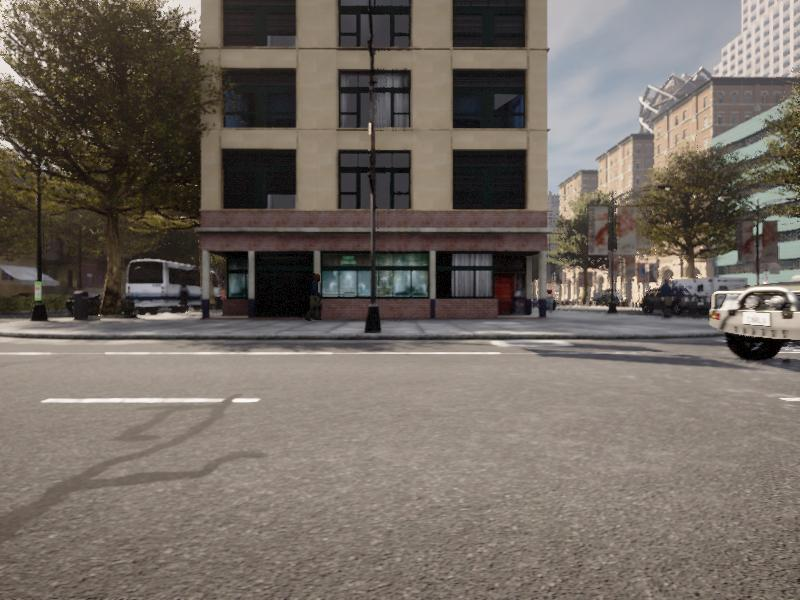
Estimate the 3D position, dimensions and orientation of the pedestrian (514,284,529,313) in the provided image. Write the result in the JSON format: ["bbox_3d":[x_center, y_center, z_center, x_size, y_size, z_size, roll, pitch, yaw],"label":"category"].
[{"bbox_3d":[7.849,-0.119,25.919,0.751,1.860,0.751,0,0,1],"label":"pedestrian"}]

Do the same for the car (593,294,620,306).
[{"bbox_3d":[32.703,0.034,63.447,1.932,1.855,4.605,0,0,0],"label":"car"}]

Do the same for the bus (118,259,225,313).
[{"bbox_3d":[-20.219,-1.122,36.538,3.944,4.253,10.273,0,0,0],"label":"bus"}]

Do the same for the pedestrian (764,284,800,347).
[{"bbox_3d":[8.344,0.313,8.546,0.751,1.300,0.751,0,0,35],"label":"pedestrian"}]

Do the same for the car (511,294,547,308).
[{"bbox_3d":[17.064,0.085,53.137,2.097,1.767,4.553,0,0,-23],"label":"car"}]

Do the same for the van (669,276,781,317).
[{"bbox_3d":[21.424,-0.233,26.950,2.351,2.431,6.366,0,0,0],"label":"van"}]

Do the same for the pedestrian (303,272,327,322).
[{"bbox_3d":[-3.225,-0.113,15.270,0.751,1.860,0.751,0,0,2],"label":"pedestrian"}]

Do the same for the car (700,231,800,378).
[{"bbox_3d":[7.305,0.048,5.774,4.605,1.855,1.932,0,1,-4],"label":"car"}]

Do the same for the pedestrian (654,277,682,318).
[{"bbox_3d":[12.369,-0.121,18.483,0.751,1.860,0.751,0,0,-20],"label":"pedestrian"}]

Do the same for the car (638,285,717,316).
[{"bbox_3d":[17.935,0.045,26.159,1.932,1.855,4.605,0,0,0],"label":"car"}]

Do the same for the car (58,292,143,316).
[{"bbox_3d":[-20.000,0.248,27.053,2.128,1.511,4.902,0,0,-1],"label":"car"}]

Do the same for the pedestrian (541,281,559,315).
[{"bbox_3d":[8.306,-0.119,22.199,0.751,1.860,0.751,0,0,7],"label":"pedestrian"}]
